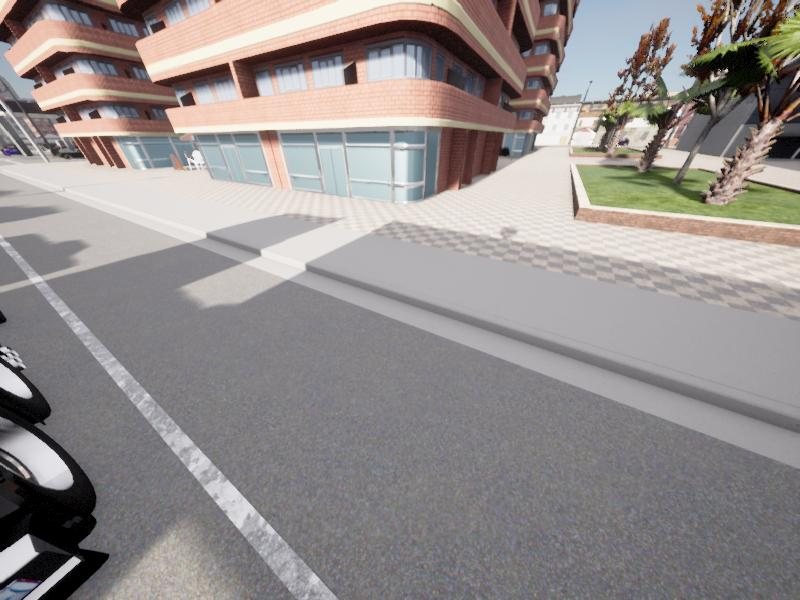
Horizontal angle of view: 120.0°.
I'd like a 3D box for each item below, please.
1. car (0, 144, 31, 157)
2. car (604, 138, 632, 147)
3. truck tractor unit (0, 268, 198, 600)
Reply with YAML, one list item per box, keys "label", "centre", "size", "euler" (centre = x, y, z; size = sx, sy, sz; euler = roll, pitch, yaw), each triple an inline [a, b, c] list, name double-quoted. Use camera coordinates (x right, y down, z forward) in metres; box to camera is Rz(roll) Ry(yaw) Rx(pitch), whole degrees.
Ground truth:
- label: "car"
  centre: [-67.466, -26.117, 40.287]
  size: [4.611, 1.667, 2.242]
  euler: [18, 39, 25]
- label: "car"
  centre: [45.154, -32.750, 47.917]
  size: [3.633, 1.501, 1.845]
  euler: [19, 39, 24]
- label: "truck tractor unit"
  centre: [-5.122, -0.288, 0.777]
  size: [6.516, 4.208, 3.053]
  euler: [18, 39, 24]
